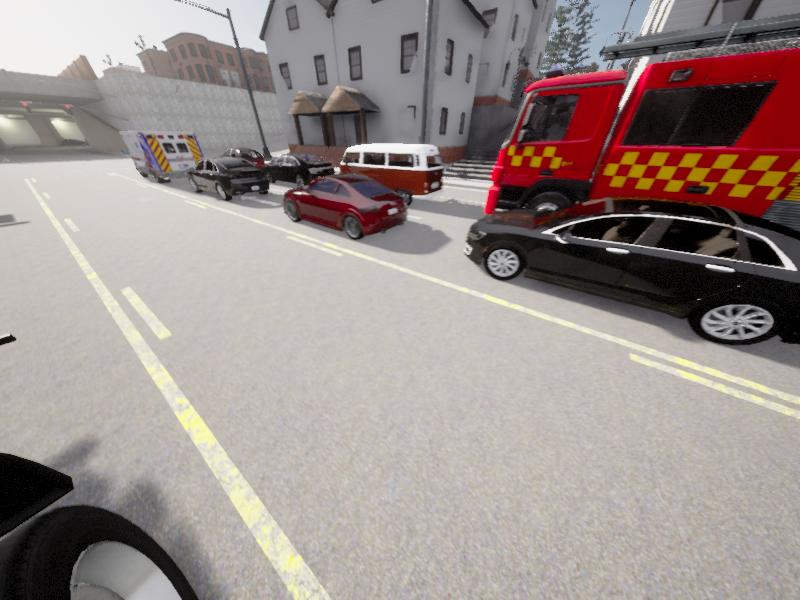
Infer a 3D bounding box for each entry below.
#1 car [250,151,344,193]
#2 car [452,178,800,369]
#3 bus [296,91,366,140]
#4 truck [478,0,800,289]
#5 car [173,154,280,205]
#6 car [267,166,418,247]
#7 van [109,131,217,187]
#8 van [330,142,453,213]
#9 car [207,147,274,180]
[{"bbox_3d":[-5.696,-7.203,12.757,4.902,1.511,2.128,22,41,28],"label":"car"},{"bbox_3d":[3.635,-0.917,3.946,4.892,1.490,1.837,22,41,28],"label":"car"},{"bbox_3d":[-10.861,-30.386,37.971,3.944,4.253,10.273,22,54,27],"label":"bus"},{"bbox_3d":[6.719,-3.078,5.017,8.468,3.827,2.891,22,41,28],"label":"truck"},{"bbox_3d":[-7.971,-5.666,10.572,4.892,1.490,1.837,22,41,28],"label":"car"},{"bbox_3d":[-1.784,-3.068,7.055,4.181,1.385,1.994,24,41,29],"label":"car"},{"bbox_3d":[-14.269,-8.629,13.906,6.366,2.431,2.351,22,41,28],"label":"van"},{"bbox_3d":[-0.428,-5.267,9.602,4.480,2.038,2.069,22,41,28],"label":"van"},{"bbox_3d":[-10.759,-9.321,15.631,3.988,1.617,1.851,22,41,28],"label":"car"}]
